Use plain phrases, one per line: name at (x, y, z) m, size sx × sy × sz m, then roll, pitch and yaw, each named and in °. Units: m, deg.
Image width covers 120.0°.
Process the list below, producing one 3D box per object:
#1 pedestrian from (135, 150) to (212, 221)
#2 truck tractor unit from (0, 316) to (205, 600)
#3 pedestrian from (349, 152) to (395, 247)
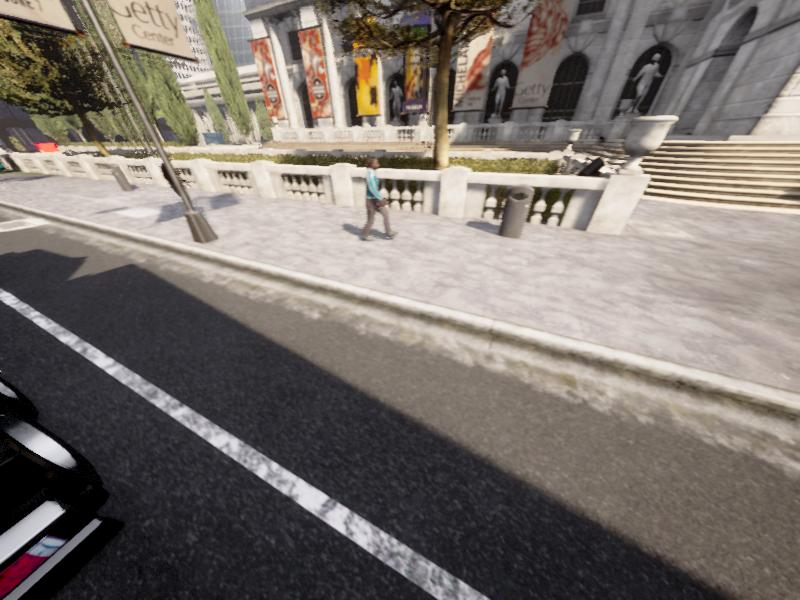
pedestrian at (-6.885, -3.521, 7.170) m, size 0.751 × 1.860 × 0.751 m, roll -3°, pitch 35°, yaw -3°
truck tractor unit at (-5.206, -0.192, 0.643) m, size 6.516 × 4.208 × 3.053 m, roll 14°, pitch 38°, yaw 20°
pedestrian at (-0.555, -2.243, 5.253) m, size 0.751 × 1.860 × 0.751 m, roll 4°, pitch 35°, yaw 7°
